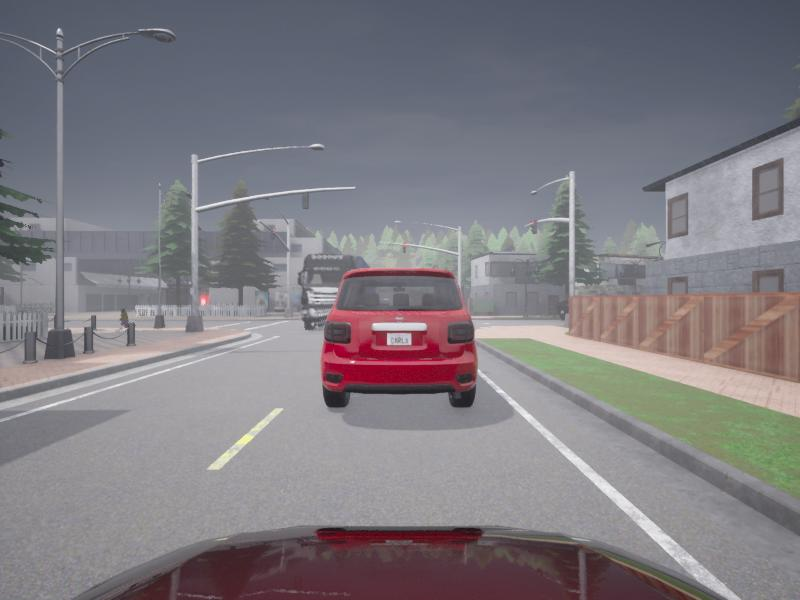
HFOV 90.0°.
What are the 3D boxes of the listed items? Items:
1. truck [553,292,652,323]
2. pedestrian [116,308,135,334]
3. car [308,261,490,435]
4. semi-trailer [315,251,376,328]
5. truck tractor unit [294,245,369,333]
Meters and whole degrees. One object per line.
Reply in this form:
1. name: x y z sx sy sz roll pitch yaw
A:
1. truck: 14.789 0.523 29.358 6.274 2.098 2.390 0 0 -9
2. pedestrian: -11.639 0.875 16.966 0.500 1.100 0.500 0 0 -10
3. car: -0.013 0.568 7.496 2.150 2.045 5.566 0 0 0
4. semi-trailer: -3.550 -0.618 30.241 2.717 4.402 14.254 0 0 0
5. truck tractor unit: -3.534 -0.521 22.326 3.053 4.208 6.516 0 0 0
